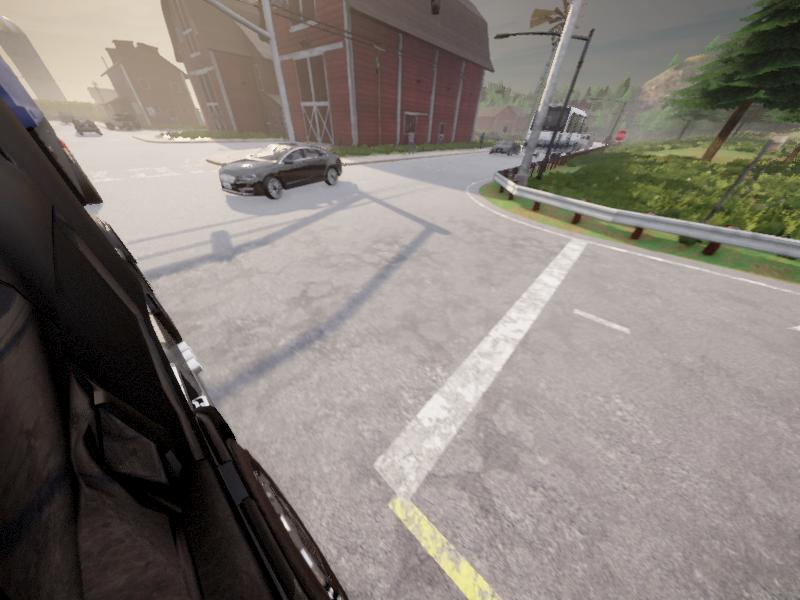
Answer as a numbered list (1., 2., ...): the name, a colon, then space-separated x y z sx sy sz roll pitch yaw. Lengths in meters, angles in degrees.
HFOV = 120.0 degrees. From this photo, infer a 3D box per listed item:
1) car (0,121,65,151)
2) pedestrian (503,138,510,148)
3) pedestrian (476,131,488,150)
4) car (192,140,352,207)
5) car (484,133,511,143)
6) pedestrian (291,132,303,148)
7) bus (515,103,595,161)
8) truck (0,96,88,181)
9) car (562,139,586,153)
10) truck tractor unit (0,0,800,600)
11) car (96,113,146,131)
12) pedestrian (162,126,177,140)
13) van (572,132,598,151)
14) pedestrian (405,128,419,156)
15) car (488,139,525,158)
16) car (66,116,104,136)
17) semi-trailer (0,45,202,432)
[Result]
1. car: -25.011 -11.142 15.668 4.181 1.385 1.994 28 44 29
2. pedestrian: 15.230 -22.520 33.160 0.500 1.100 0.500 27 44 29
3. pedestrian: 9.857 -19.171 27.772 0.751 1.860 0.751 30 45 31
4. car: -4.264 -5.080 8.854 2.128 1.511 4.902 19 40 21
5. car: 21.465 -35.781 51.044 4.792 1.488 2.163 28 44 30
6. pedestrian: -8.804 -13.637 19.697 0.500 1.100 0.500 16 39 17
7. bus: 16.902 -17.984 24.946 3.944 4.253 10.273 29 44 30
8. truck: -16.143 -6.830 9.605 5.204 2.467 2.627 28 44 30
9. car: 25.136 -22.277 33.387 1.845 1.501 3.633 29 44 30
10. truck tractor unit: -2.645 -0.295 0.351 6.516 4.208 3.053 28 44 30
11. car: -39.446 -25.294 32.783 3.866 1.878 1.905 -1 43 -2
12. pedestrian: -23.138 -16.782 23.166 0.500 1.100 0.500 11 38 11
13. van: 31.740 -27.196 39.549 2.351 2.431 6.366 25 43 27
14. pedestrian: 0.964 -13.221 19.361 0.751 1.860 0.751 30 45 31
15. car: 11.506 -16.405 24.919 1.994 1.385 4.181 29 44 30
16. car: -35.504 -19.639 26.047 3.705 1.549 1.789 29 45 29
17. semi-trailer: -8.699 -3.613 4.214 14.254 4.402 2.717 28 44 30
